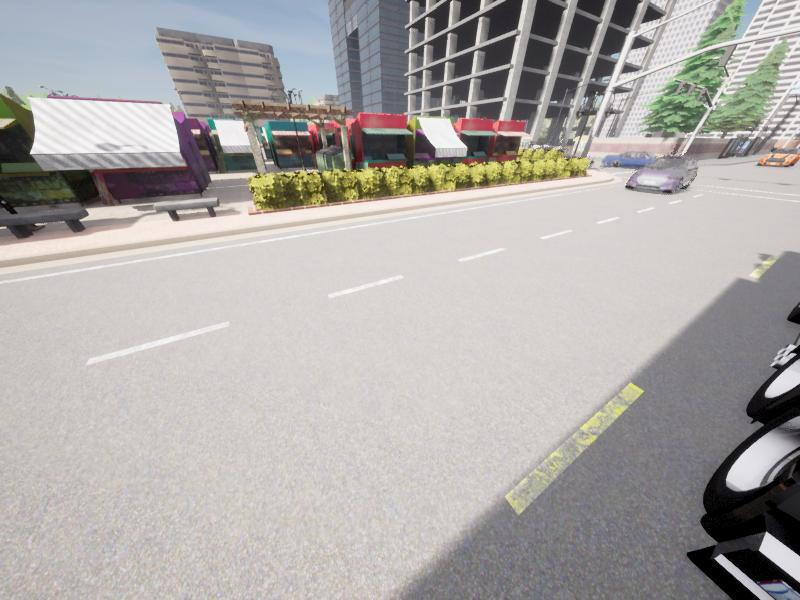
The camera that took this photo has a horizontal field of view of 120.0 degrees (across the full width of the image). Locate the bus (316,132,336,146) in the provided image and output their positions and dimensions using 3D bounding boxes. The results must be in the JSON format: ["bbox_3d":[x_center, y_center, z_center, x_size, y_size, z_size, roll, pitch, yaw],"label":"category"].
[{"bbox_3d":[-27.476,-59.750,85.749,3.944,4.253,10.273,-18,39,-25],"label":"bus"}]

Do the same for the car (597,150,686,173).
[{"bbox_3d":[22.426,-13.150,21.753,2.033,1.411,5.357,-22,41,-28],"label":"car"}]

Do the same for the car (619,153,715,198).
[{"bbox_3d":[14.621,-6.937,12.642,4.856,1.649,2.033,-21,41,-28],"label":"car"}]

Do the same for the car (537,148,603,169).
[{"bbox_3d":[16.943,-14.364,23.351,2.163,1.488,4.792,-18,39,-24],"label":"car"}]

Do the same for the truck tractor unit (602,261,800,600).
[{"bbox_3d":[5.104,-0.308,0.788,6.516,4.208,3.053,-19,39,-24],"label":"truck tractor unit"}]

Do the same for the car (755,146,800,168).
[{"bbox_3d":[41.594,-15.599,25.129,4.553,1.767,2.097,-18,39,-24],"label":"car"}]
